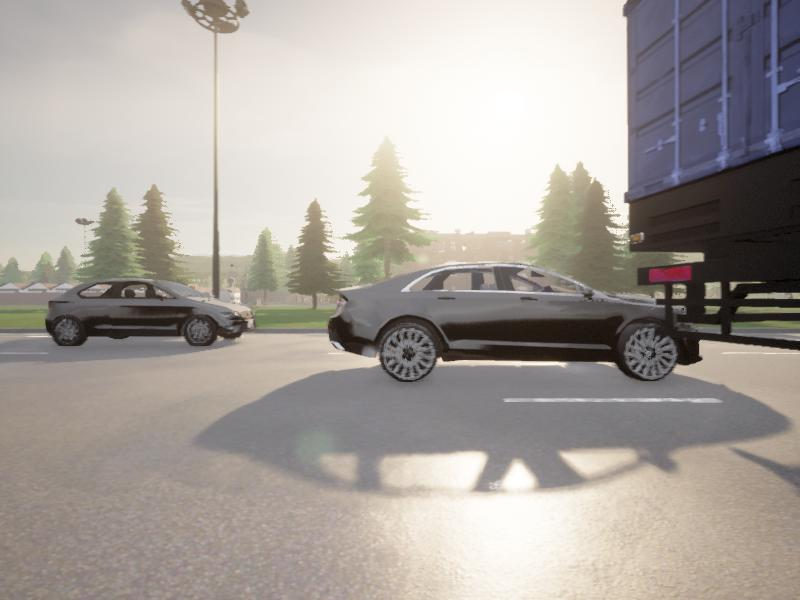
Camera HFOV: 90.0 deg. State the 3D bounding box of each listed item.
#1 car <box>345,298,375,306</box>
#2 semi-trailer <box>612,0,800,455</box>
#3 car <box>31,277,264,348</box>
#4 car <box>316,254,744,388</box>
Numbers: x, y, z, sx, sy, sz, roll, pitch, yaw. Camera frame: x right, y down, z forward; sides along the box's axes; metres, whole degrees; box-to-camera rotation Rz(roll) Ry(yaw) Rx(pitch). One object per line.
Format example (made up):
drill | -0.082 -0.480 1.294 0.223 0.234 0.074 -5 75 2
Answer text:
car | -6.325 0.344 63.738 4.718 1.301 1.895 0 0 0
semi-trailer | 9.503 -1.221 4.032 14.254 4.402 2.717 0 0 -9
car | -5.520 0.255 9.175 4.193 1.474 1.816 0 0 0
car | 1.483 0.237 5.620 4.902 1.511 2.128 0 0 -1
